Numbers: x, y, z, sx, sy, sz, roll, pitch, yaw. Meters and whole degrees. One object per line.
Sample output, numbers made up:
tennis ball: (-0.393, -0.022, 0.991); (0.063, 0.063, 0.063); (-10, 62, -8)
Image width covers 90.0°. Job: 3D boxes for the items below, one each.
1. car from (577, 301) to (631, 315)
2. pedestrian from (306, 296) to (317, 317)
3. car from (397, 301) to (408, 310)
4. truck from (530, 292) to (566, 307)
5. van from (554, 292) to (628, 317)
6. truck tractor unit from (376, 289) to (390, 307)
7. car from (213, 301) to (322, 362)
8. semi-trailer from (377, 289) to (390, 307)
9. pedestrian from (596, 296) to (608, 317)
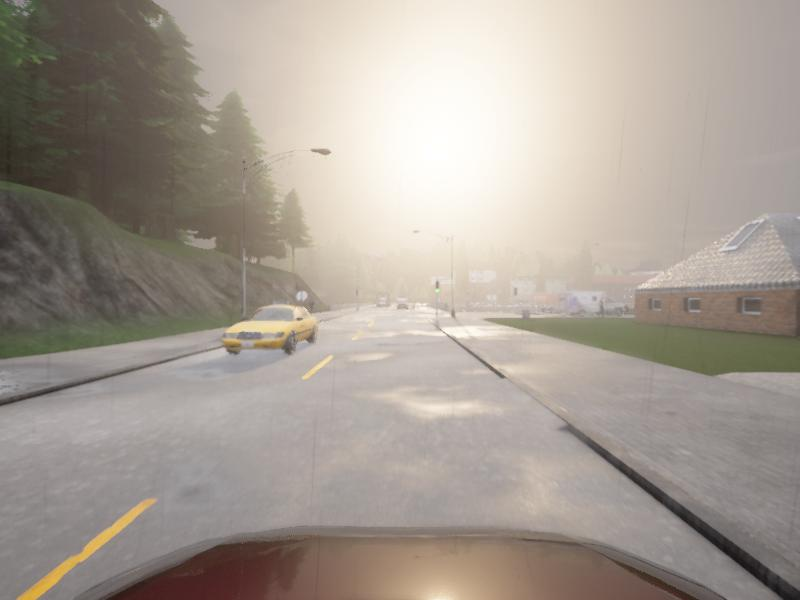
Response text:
car: (22.663, 0.884, 44.498); (5.008, 1.535, 1.882); (0, 0, 1)
pedestrian: (-8.044, 0.583, 36.389); (0.751, 1.860, 0.751); (0, 0, 2)
car: (0.439, 0.928, 73.021); (2.038, 1.542, 4.974); (0, 0, 0)
truck: (39.097, -0.176, 106.167); (8.468, 3.827, 2.891); (0, 0, 1)
van: (19.261, 0.433, 40.480); (6.366, 2.431, 2.351); (0, 0, 0)
truck tractor unit: (-4.005, -0.391, 95.006); (3.053, 4.208, 6.516); (0, -1, -1)
car: (-3.965, 0.819, 13.085); (1.801, 1.575, 5.366); (0, 0, 0)
semi-trailer: (-4.006, -0.476, 102.917); (2.717, 4.402, 14.254); (0, 0, 0)
pedestrian: (17.870, 0.582, 35.383); (0.751, 1.860, 0.751); (0, 0, 1)
